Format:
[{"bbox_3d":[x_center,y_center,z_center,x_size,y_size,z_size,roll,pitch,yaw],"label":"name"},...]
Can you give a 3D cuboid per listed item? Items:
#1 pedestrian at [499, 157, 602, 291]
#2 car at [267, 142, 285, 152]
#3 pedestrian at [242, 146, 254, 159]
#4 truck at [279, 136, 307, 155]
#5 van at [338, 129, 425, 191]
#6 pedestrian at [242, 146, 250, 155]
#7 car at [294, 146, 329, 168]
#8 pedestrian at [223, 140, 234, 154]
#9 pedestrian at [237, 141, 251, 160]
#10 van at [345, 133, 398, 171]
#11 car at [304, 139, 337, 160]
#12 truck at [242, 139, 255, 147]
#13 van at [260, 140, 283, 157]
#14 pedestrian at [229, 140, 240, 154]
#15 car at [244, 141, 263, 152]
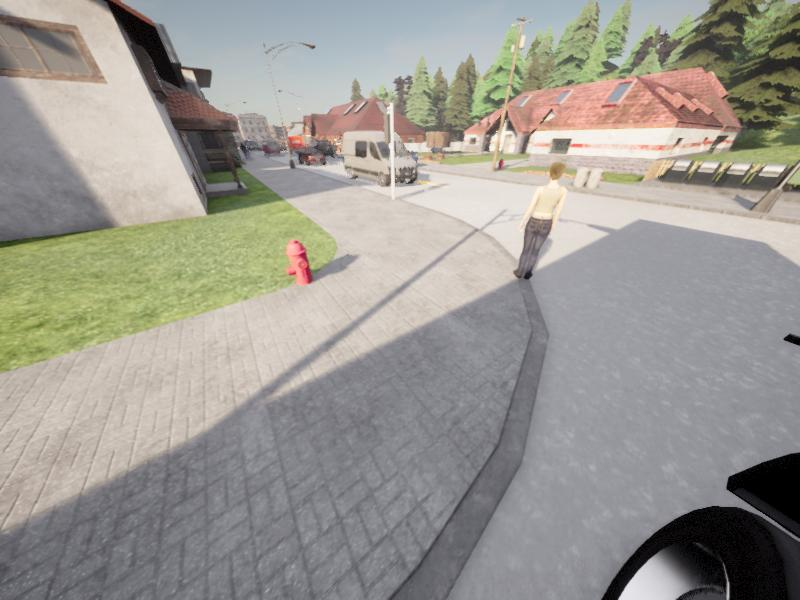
[{"bbox_3d":[2.266,-1.199,3.756,0.751,1.860,0.751,14,37,19],"label":"pedestrian"},{"bbox_3d":[-26.008,-32.138,48.361,2.038,1.542,4.974,-21,41,-27],"label":"car"},{"bbox_3d":[-18.762,-18.185,28.488,0.751,1.300,0.751,-22,41,-27],"label":"pedestrian"},{"bbox_3d":[-17.984,-25.974,38.746,2.627,2.467,5.204,-21,41,-27],"label":"truck"},{"bbox_3d":[-1.315,-8.325,13.523,1.988,2.561,5.915,-22,41,-28],"label":"van"},{"bbox_3d":[-23.353,-22.600,34.959,0.500,1.100,0.500,17,39,23],"label":"pedestrian"},{"bbox_3d":[-8.609,-13.912,22.358,1.789,1.549,3.705,-22,41,-28],"label":"car"},{"bbox_3d":[-27.496,-24.482,37.001,0.751,1.860,0.751,-21,40,-27],"label":"pedestrian"},{"bbox_3d":[-18.702,-17.991,27.728,0.751,1.860,0.751,-14,38,-19],"label":"pedestrian"},{"bbox_3d":[-2.612,-13.368,20.686,1.988,2.561,5.915,-21,41,-27],"label":"van"},{"bbox_3d":[-10.357,-19.521,29.895,2.150,2.045,5.566,-22,40,-27],"label":"car"},{"bbox_3d":[-50.768,-52.617,77.409,2.390,2.098,6.274,-22,41,-28],"label":"truck"},{"bbox_3d":[-19.525,-23.037,35.005,1.775,1.987,4.442,-22,41,-28],"label":"van"},{"bbox_3d":[-26.953,-24.879,37.559,0.751,1.860,0.751,-14,37,-18],"label":"pedestrian"},{"bbox_3d":[-29.938,-31.376,47.185,2.242,1.667,4.611,-23,41,-28],"label":"car"}]
